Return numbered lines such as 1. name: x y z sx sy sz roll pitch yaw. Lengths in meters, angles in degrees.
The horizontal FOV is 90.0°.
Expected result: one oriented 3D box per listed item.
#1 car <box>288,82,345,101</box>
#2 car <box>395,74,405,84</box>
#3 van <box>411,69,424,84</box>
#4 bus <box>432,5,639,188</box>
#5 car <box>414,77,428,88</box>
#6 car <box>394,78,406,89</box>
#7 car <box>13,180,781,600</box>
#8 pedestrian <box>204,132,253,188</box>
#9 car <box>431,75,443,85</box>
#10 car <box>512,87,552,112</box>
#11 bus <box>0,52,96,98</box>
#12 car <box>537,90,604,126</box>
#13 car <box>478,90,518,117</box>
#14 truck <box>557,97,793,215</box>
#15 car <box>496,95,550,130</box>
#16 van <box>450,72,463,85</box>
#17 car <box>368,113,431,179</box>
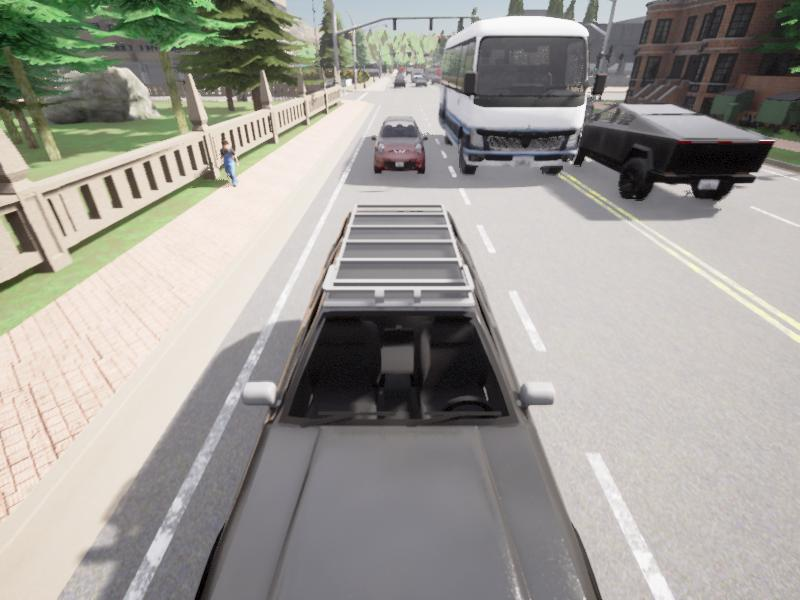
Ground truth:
1. car: -8.498 -21.415 41.014 5.366 1.575 1.801 2 30 4
2. car: -0.033 -43.685 79.106 1.882 1.535 5.008 0 30 0
3. van: 3.464 -44.664 79.889 2.351 2.431 6.366 0 30 0
4. bus: 3.610 -7.635 14.834 3.944 4.253 10.273 0 30 0
5. car: 3.469 -36.269 66.565 2.033 1.411 5.357 0 30 0
6. car: -0.028 -34.001 62.789 1.895 1.301 4.718 0 30 0
7. car: -0.008 0.554 3.189 1.932 1.855 4.605 0 30 0
8. pedestrian: -4.593 -3.778 10.811 0.751 1.300 0.751 0 30 0
9. car: 6.968 -41.833 76.034 1.812 1.442 4.674 0 30 0
10. car: 10.482 -16.153 32.135 1.816 1.474 4.193 0 30 0
11. bus: -40.433 -24.561 43.723 10.273 4.253 3.944 0 30 0
12. car: 10.484 -12.084 25.031 2.033 1.649 4.856 0 30 0
13. car: 6.982 -14.251 28.885 1.816 1.474 4.193 0 30 0
14. truck: 6.989 -4.473 11.560 2.390 2.098 6.274 0 30 0
15. car: 6.984 -10.955 23.254 1.816 1.474 4.193 0 30 0
16. van: 10.468 -41.324 74.630 1.775 1.987 4.442 0 30 0
17. car: -0.013 -5.321 13.569 1.845 1.501 3.633 0 30 0
